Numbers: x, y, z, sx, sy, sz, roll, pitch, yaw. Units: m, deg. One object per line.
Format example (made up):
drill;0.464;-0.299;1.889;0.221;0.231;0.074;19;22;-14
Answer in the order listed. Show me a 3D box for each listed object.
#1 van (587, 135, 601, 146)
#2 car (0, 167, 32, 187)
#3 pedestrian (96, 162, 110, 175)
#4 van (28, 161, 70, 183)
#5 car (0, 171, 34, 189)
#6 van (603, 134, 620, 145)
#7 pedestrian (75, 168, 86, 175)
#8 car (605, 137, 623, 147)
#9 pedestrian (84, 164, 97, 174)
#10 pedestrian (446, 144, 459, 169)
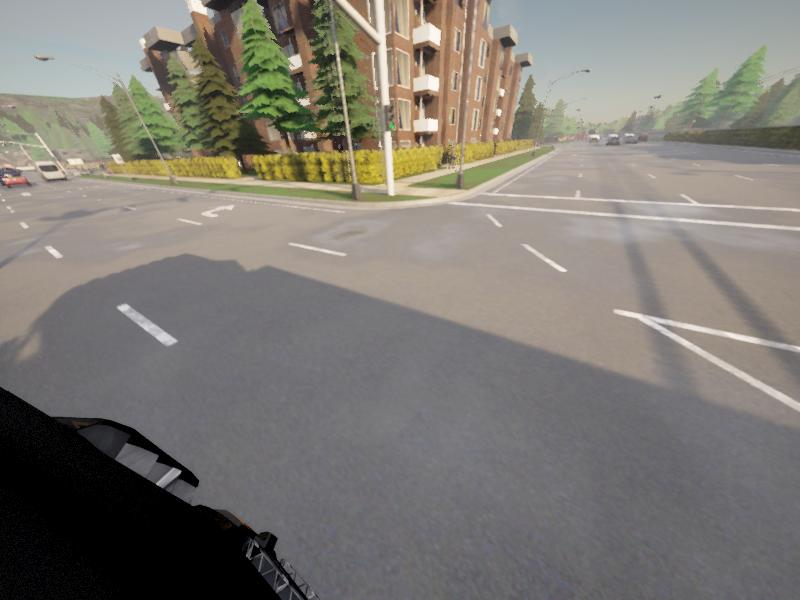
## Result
van;48.009;-39.508;57.255;2.069;2.038;4.480;18;39;28
car;-53.726;-17.004;31.801;5.566;2.045;2.150;18;39;28
pedestrian;-53.637;-23.747;41.716;0.751;1.860;0.751;18;39;28
van;-51.417;-18.786;33.833;5.915;2.561;1.988;18;39;28
car;-47.711;-14.909;28.583;3.988;1.617;1.851;18;39;28
van;51.672;-39.207;56.510;2.069;2.038;4.480;18;39;28
pedestrian;-66.153;-26.622;47.793;0.751;1.300;0.751;19;40;30
car;47.300;-35.097;51.171;2.242;1.667;4.611;18;39;28
pedestrian;-65.545;-27.744;48.918;0.751;1.860;0.751;27;44;37
pedestrian;4.741;-12.865;20.772;0.751;1.860;0.751;18;39;28
